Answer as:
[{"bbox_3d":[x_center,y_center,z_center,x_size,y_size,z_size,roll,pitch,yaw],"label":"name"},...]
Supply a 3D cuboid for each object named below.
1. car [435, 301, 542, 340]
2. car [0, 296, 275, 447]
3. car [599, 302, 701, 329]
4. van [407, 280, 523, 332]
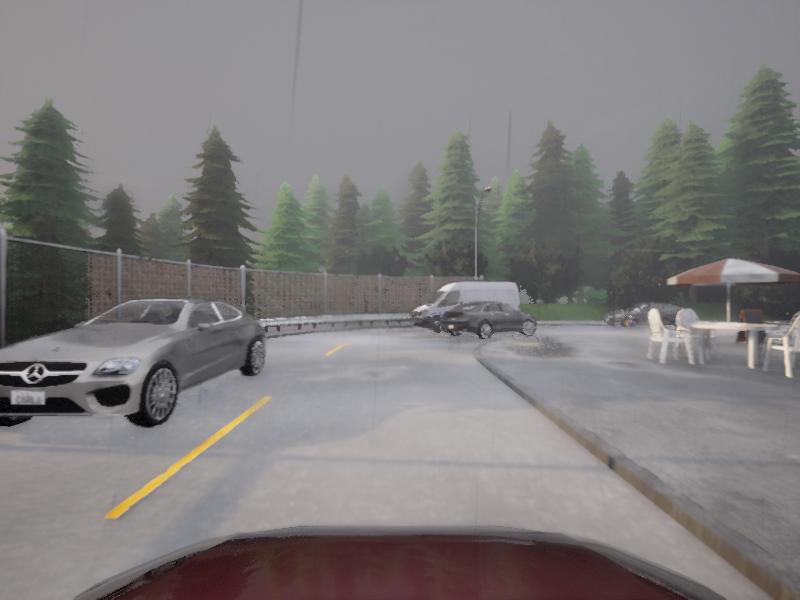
[{"bbox_3d":[3.983,0.844,17.531,4.892,1.490,1.837,0,-2,-37],"label":"car"},{"bbox_3d":[-4.038,0.780,6.891,2.152,1.651,5.027,0,0,1],"label":"car"},{"bbox_3d":[14.142,0.869,22.827,4.674,1.442,1.812,0,0,0],"label":"car"},{"bbox_3d":[3.488,0.324,21.637,5.915,2.561,1.988,0,-1,-16],"label":"van"}]
